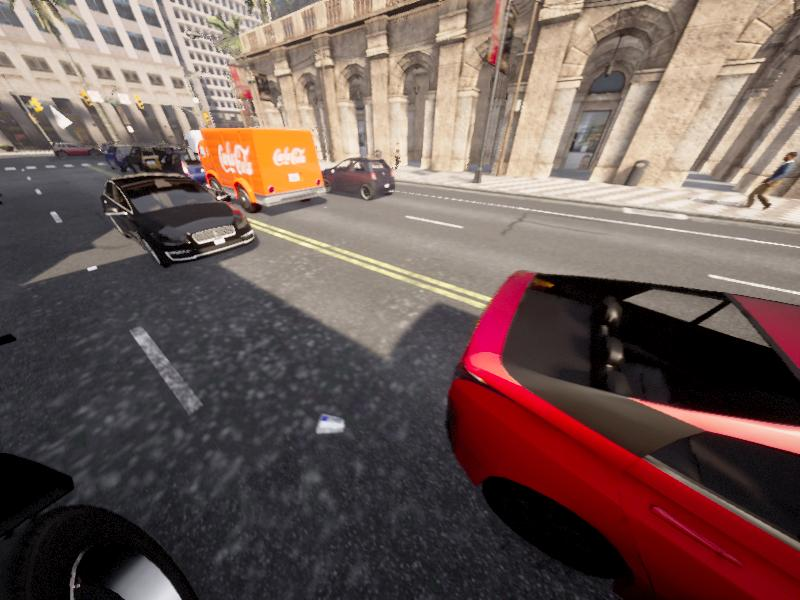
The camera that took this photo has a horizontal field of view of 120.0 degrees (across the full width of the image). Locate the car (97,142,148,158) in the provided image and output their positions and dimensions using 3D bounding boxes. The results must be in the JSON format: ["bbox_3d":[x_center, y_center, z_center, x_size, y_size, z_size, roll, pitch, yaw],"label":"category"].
[{"bbox_3d":[-34.713,-18.840,28.998,1.845,1.501,3.633,22,41,28],"label":"car"}]

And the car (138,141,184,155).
[{"bbox_3d":[-34.837,-22.253,33.767,1.851,1.617,3.988,22,41,28],"label":"car"}]

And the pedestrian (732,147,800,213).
[{"bbox_3d":[12.744,-4.080,7.864,0.751,1.860,0.751,25,42,31],"label":"pedestrian"}]

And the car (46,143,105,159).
[{"bbox_3d":[-39.612,-18.349,28.305,1.970,1.475,3.806,22,41,28],"label":"car"}]

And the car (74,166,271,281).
[{"bbox_3d":[-5.664,-2.215,5.703,4.892,1.490,1.837,22,41,28],"label":"car"}]

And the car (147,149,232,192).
[{"bbox_3d":[-11.295,-7.048,12.408,3.988,1.617,1.851,22,41,28],"label":"car"}]

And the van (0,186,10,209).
[{"bbox_3d":[-17.051,-4.615,8.589,4.442,1.987,1.775,22,41,28],"label":"van"}]

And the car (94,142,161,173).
[{"bbox_3d":[-21.376,-11.248,18.117,4.553,1.767,2.097,22,41,28],"label":"car"}]

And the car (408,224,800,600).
[{"bbox_3d":[2.498,1.072,1.080,4.514,1.525,2.007,22,41,28],"label":"car"}]

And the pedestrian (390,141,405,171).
[{"bbox_3d":[-0.187,-10.612,17.017,0.751,1.860,0.751,22,40,27],"label":"pedestrian"}]

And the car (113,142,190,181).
[{"bbox_3d":[-16.418,-9.264,15.272,4.605,1.855,1.932,22,41,28],"label":"car"}]

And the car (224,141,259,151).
[{"bbox_3d":[-30.135,-29.483,44.154,2.163,1.488,4.792,23,41,28],"label":"car"}]

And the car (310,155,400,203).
[{"bbox_3d":[-2.037,-5.689,10.621,3.633,1.501,1.845,22,41,28],"label":"car"}]

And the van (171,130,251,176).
[{"bbox_3d":[-14.188,-11.092,17.308,5.915,2.561,1.988,22,41,28],"label":"van"}]

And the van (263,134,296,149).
[{"bbox_3d":[-27.142,-35.833,52.219,1.988,2.561,5.915,22,41,28],"label":"van"}]

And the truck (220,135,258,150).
[{"bbox_3d":[-32.196,-31.704,46.427,2.627,2.467,5.204,22,41,28],"label":"truck"}]

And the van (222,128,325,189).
[{"bbox_3d":[-7.337,-8.276,13.370,5.915,2.561,1.988,22,41,28],"label":"van"}]

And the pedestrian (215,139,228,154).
[{"bbox_3d":[-27.343,-23.586,35.451,0.751,1.860,0.751,16,38,21],"label":"pedestrian"}]

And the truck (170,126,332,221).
[{"bbox_3d":[-5.599,-5.061,8.888,5.204,2.467,2.627,22,41,28],"label":"truck"}]

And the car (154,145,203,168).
[{"bbox_3d":[-20.058,-13.072,20.941,3.633,1.501,1.845,23,41,28],"label":"car"}]

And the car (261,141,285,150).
[{"bbox_3d":[-26.518,-32.401,48.320,1.970,1.475,3.806,22,41,28],"label":"car"}]
